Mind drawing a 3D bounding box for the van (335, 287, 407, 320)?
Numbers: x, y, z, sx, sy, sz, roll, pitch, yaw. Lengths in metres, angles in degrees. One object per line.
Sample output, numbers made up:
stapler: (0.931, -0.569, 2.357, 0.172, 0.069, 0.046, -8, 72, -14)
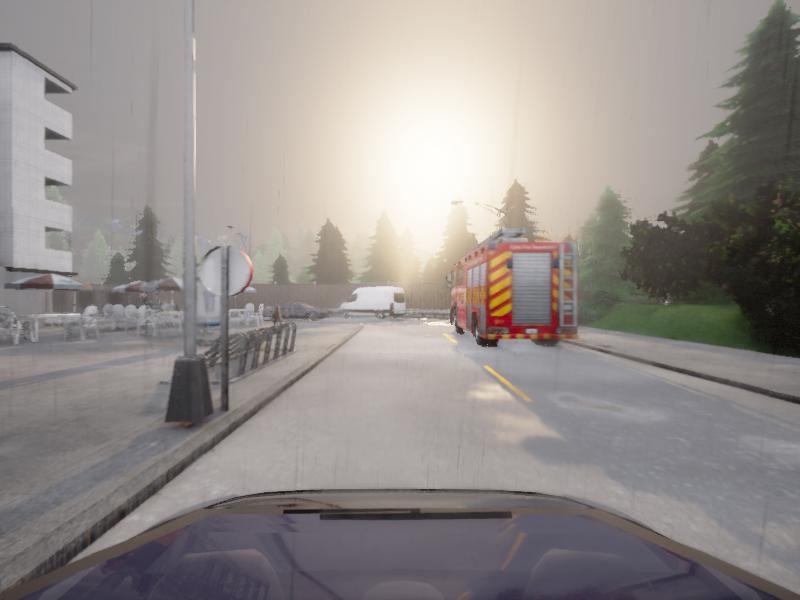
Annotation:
van: (-2.436, 0.275, 33.004, 5.915, 2.561, 1.988, 0, -1, 34)

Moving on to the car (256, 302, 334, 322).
car: (-7.813, 0.851, 30.075, 5.357, 1.411, 2.033, 0, 0, 5)

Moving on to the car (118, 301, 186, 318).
car: (-21.226, 0.819, 34.378, 4.674, 1.442, 1.812, 0, 0, 0)

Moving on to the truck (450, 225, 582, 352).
truck: (4.008, -0.346, 16.263, 2.891, 3.827, 8.468, 0, 0, 0)
